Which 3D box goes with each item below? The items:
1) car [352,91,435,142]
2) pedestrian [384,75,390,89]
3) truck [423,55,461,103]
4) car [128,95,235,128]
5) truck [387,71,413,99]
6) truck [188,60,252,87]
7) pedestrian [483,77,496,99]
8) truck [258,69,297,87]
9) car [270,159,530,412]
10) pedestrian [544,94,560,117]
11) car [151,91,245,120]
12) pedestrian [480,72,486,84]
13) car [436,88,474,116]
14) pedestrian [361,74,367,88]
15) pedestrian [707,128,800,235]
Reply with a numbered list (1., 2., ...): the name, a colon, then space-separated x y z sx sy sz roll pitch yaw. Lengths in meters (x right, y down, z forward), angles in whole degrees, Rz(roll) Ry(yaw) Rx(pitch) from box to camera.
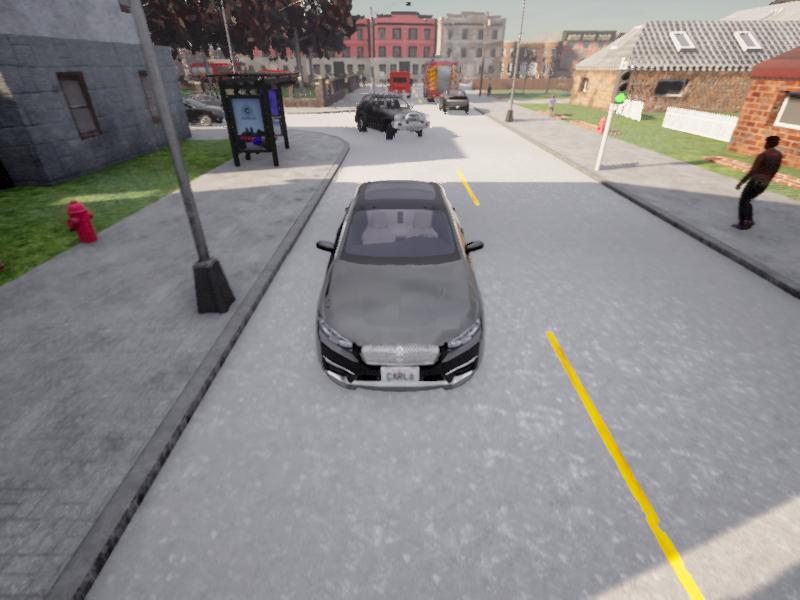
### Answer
1. car: -0.483 -9.135 19.707 1.932 1.855 4.605 -15 33 -27
2. pedestrian: -1.898 -31.740 58.236 0.751 1.860 0.751 -2 30 -3
3. truck: 3.995 -22.208 40.083 2.891 3.827 8.468 0 30 0
4. car: -12.416 -10.873 23.054 4.892 1.490 1.837 -1 30 0
5. truck: -0.017 -23.197 43.109 2.627 2.467 5.204 0 30 0
6. truck: -29.064 -36.805 64.979 8.468 3.827 2.891 0 30 0
7. pedestrian: 9.018 -21.375 40.350 0.751 1.860 0.751 -7 31 -12
8. truck: -19.903 -36.221 65.323 5.204 2.467 2.627 0 30 -1
9. car: 0.002 -0.757 5.777 2.128 1.511 4.902 0 30 0
10. pedestrian: 9.923 -12.738 26.170 0.751 1.300 0.751 8 31 13
11. car: -13.236 -12.888 26.469 4.902 1.511 2.128 0 30 0
12. pedestrian: 15.284 -40.770 73.436 0.751 1.860 0.751 -3 30 -5
13. car: 3.991 -14.769 29.681 2.128 1.511 4.902 0 30 0
14. pedestrian: -5.286 -31.977 58.436 0.751 1.860 0.751 0 30 0
15. pedestrian: 6.959 -2.294 7.800 0.751 1.860 0.751 1 30 1
